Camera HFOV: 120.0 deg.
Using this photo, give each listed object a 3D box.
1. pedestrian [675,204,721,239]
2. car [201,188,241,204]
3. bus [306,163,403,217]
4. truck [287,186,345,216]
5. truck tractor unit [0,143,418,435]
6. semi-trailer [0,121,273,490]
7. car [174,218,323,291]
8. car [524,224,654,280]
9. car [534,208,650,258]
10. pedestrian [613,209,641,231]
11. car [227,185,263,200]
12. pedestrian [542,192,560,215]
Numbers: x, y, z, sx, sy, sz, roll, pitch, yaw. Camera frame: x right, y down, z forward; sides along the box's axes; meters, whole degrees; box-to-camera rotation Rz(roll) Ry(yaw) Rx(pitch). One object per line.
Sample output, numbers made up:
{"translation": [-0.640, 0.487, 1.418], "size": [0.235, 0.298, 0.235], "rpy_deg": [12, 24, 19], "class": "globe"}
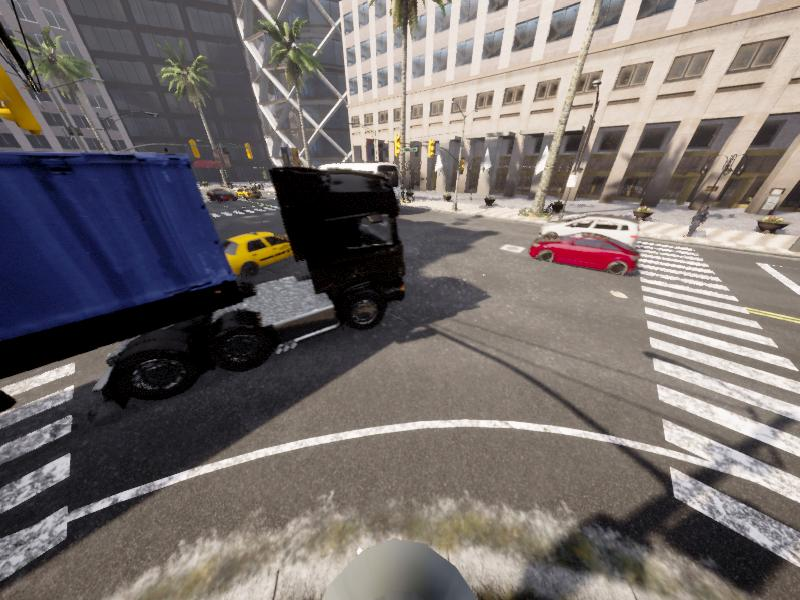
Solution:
{"translation": [17.978, -4.726, 13.979], "size": [0.751, 1.860, 0.751], "rpy_deg": [-5, 30, -9], "class": "pedestrian"}
{"translation": [-23.462, -13.700, 30.253], "size": [4.792, 1.488, 2.163], "rpy_deg": [19, 35, 29], "class": "car"}
{"translation": [-4.900, -11.799, 24.189], "size": [10.273, 4.253, 3.944], "rpy_deg": [23, 37, 34], "class": "bus"}
{"translation": [-8.708, -10.283, 23.717], "size": [6.274, 2.098, 2.390], "rpy_deg": [23, 37, 34], "class": "truck"}
{"translation": [-3.190, -1.010, 5.531], "size": [6.516, 4.208, 3.053], "rpy_deg": [-17, 34, -27], "class": "truck tractor unit"}
{"translation": [-9.095, 1.512, 0.963], "size": [14.254, 4.402, 2.717], "rpy_deg": [-26, 39, -37], "class": "semi-trailer"}
{"translation": [-6.284, -2.410, 10.600], "size": [1.801, 1.575, 5.366], "rpy_deg": [15, 33, 25], "class": "car"}
{"translation": [8.460, -2.406, 10.804], "size": [4.181, 1.385, 1.994], "rpy_deg": [19, 35, 30], "class": "car"}
{"translation": [10.787, -4.048, 13.347], "size": [4.611, 1.667, 2.242], "rpy_deg": [23, 37, 34], "class": "car"}
{"translation": [15.599, -5.520, 15.913], "size": [0.751, 1.300, 0.751], "rpy_deg": [7, 31, 12], "class": "pedestrian"}
{"translation": [-22.330, -15.507, 33.284], "size": [5.366, 1.575, 1.801], "rpy_deg": [19, 35, 29], "class": "car"}
{"translation": [13.764, -8.830, 21.086], "size": [0.751, 1.860, 0.751], "rpy_deg": [21, 36, 32], "class": "pedestrian"}
